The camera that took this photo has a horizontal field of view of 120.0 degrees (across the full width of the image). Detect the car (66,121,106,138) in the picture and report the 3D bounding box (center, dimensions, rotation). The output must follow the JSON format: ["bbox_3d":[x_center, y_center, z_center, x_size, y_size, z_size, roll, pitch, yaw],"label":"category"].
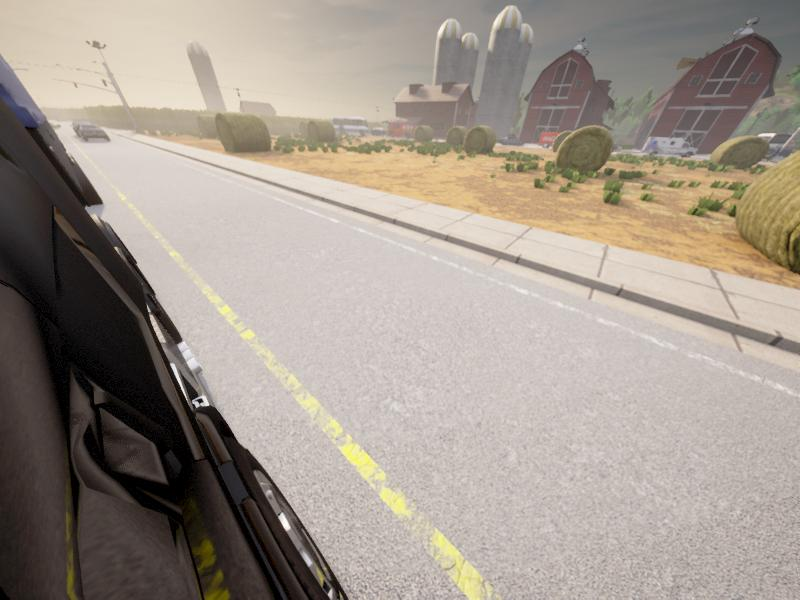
[{"bbox_3d":[-37.523,-20.401,27.576,4.792,1.488,2.163,28,44,30],"label":"car"}]

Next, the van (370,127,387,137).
[{"bbox_3d":[-6.224,-47.886,65.855,4.480,2.038,2.069,25,42,27],"label":"van"}]

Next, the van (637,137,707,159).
[{"bbox_3d":[41.234,-23.346,35.364,6.366,2.431,2.351,25,42,27],"label":"van"}]

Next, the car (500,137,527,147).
[{"bbox_3d":[22.655,-31.570,46.175,4.181,1.385,1.994,25,43,28],"label":"car"}]

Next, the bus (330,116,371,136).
[{"bbox_3d":[-13.931,-49.649,65.928,10.273,4.253,3.944,7,37,6],"label":"bus"}]

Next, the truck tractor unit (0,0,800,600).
[{"bbox_3d":[-2.645,-0.295,0.351,6.516,4.208,3.053,28,44,30],"label":"truck tractor unit"}]

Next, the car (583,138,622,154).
[{"bbox_3d":[34.446,-26.285,39.373,4.605,1.855,1.932,25,42,27],"label":"car"}]

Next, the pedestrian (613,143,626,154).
[{"bbox_3d":[32.399,-22.322,34.123,0.751,1.300,0.751,21,41,23],"label":"pedestrian"}]

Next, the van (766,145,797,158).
[{"bbox_3d":[83.750,-32.681,50.802,1.775,1.987,4.442,26,43,28],"label":"van"}]

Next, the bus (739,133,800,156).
[{"bbox_3d":[89.454,-38.004,56.380,3.944,4.253,10.273,26,43,28],"label":"bus"}]

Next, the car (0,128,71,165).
[{"bbox_3d":[-20.481,-8.589,12.812,4.181,1.385,1.994,28,44,30],"label":"car"}]

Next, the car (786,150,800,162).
[{"bbox_3d":[68.533,-24.436,39.192,1.789,1.549,3.705,26,43,28],"label":"car"}]

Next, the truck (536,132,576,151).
[{"bbox_3d":[28.623,-29.236,42.497,5.204,2.467,2.627,25,42,27],"label":"truck"}]

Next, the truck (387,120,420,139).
[{"bbox_3d":[0.859,-45.316,61.327,8.468,3.827,2.891,25,42,27],"label":"truck"}]

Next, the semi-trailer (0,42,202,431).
[{"bbox_3d":[-8.701,-3.593,4.240,14.254,4.402,2.717,28,44,30],"label":"semi-trailer"}]

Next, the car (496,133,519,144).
[{"bbox_3d":[24.431,-36.756,52.569,3.866,1.878,1.905,-4,43,-5],"label":"car"}]

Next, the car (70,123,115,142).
[{"bbox_3d":[-31.883,-17.375,23.918,5.357,1.411,2.033,28,44,30],"label":"car"}]
